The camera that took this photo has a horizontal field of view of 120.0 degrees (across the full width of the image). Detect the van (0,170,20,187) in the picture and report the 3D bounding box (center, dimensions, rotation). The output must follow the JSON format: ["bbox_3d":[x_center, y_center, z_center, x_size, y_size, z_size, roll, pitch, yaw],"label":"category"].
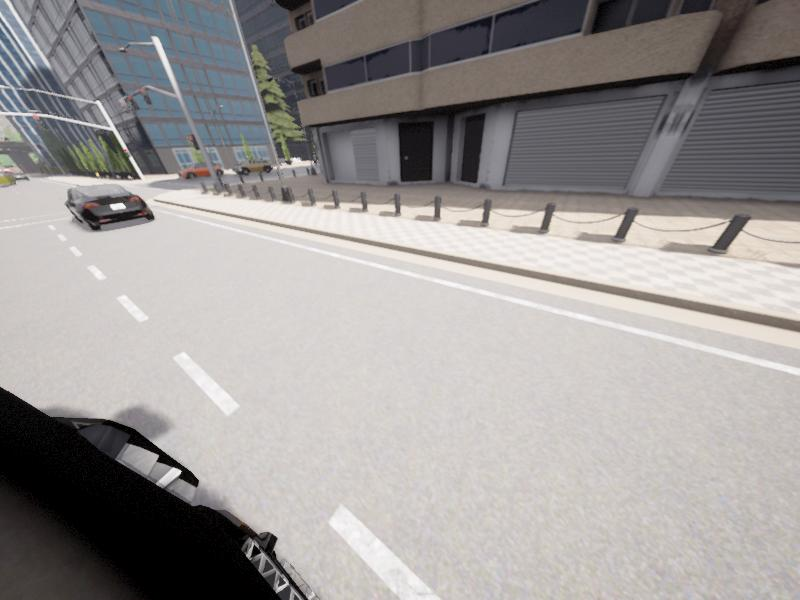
[{"bbox_3d":[-58.805,-17.878,34.012,4.442,1.987,1.775,25,43,35],"label":"van"}]

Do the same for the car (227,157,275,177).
[{"bbox_3d":[-19.100,-17.304,29.886,1.932,1.855,4.605,18,39,29],"label":"car"}]

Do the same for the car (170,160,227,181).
[{"bbox_3d":[-24.620,-15.961,28.386,2.097,1.767,4.553,18,39,29],"label":"car"}]

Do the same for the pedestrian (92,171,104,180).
[{"bbox_3d":[-44.752,-18.474,34.243,0.500,1.100,0.500,17,38,27],"label":"pedestrian"}]

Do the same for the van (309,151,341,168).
[{"bbox_3d":[-12.319,-23.308,38.252,2.069,2.038,4.480,18,39,29],"label":"van"}]

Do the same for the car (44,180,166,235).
[{"bbox_3d":[-12.742,-4.166,9.977,4.792,1.488,2.163,18,39,28],"label":"car"}]

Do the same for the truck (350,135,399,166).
[{"bbox_3d":[-3.866,-24.464,37.688,2.891,3.827,8.468,18,39,29],"label":"truck"}]

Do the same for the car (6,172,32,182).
[{"bbox_3d":[-73.905,-23.904,44.772,4.514,1.525,2.007,18,39,28],"label":"car"}]
